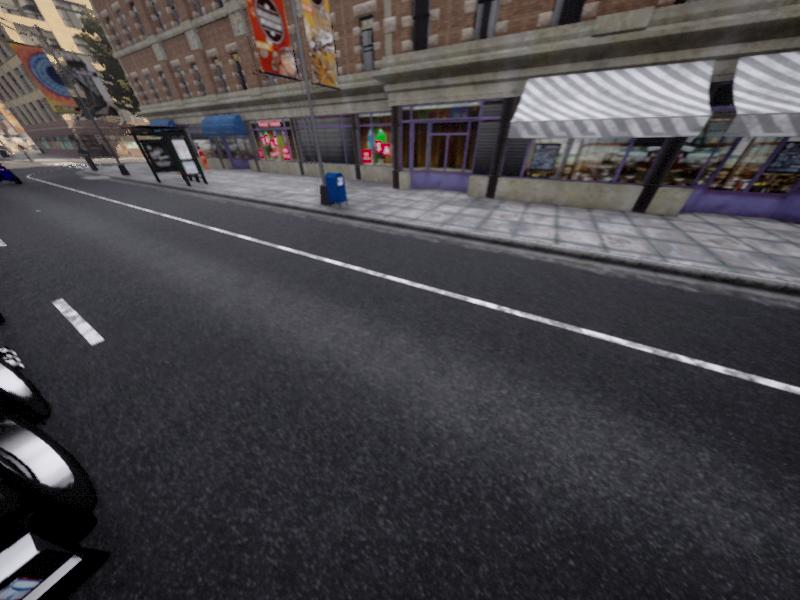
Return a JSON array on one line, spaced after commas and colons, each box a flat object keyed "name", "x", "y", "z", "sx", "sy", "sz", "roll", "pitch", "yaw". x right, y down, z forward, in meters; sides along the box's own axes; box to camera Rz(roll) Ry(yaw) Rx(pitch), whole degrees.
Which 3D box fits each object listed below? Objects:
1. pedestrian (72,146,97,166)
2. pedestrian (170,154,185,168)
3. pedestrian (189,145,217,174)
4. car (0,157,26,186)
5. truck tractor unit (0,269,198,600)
[{"name": "pedestrian", "x": -34.934, "y": -15.982, "z": 25.619, "sx": 0.751, "sy": 1.860, "sz": 0.751, "roll": 17, "pitch": 39, "yaw": 24}, {"name": "pedestrian", "x": -21.007, "y": -13.144, "z": 21.807, "sx": 0.500, "sy": 1.100, "sz": 0.500, "roll": 19, "pitch": 39, "yaw": 25}, {"name": "pedestrian", "x": -15.041, "y": -10.758, "z": 17.658, "sx": 0.751, "sy": 1.860, "sz": 0.751, "roll": 14, "pitch": 37, "yaw": 20}, {"name": "car", "x": -26.875, "y": -8.362, "z": 14.979, "sx": 4.193, "sy": 1.474, "sz": 1.816, "roll": 18, "pitch": 39, "yaw": 24}, {"name": "truck tractor unit", "x": -5.123, "y": -0.289, "z": 0.767, "sx": 6.516, "sy": 4.208, "sz": 3.053, "roll": 18, "pitch": 39, "yaw": 24}]
